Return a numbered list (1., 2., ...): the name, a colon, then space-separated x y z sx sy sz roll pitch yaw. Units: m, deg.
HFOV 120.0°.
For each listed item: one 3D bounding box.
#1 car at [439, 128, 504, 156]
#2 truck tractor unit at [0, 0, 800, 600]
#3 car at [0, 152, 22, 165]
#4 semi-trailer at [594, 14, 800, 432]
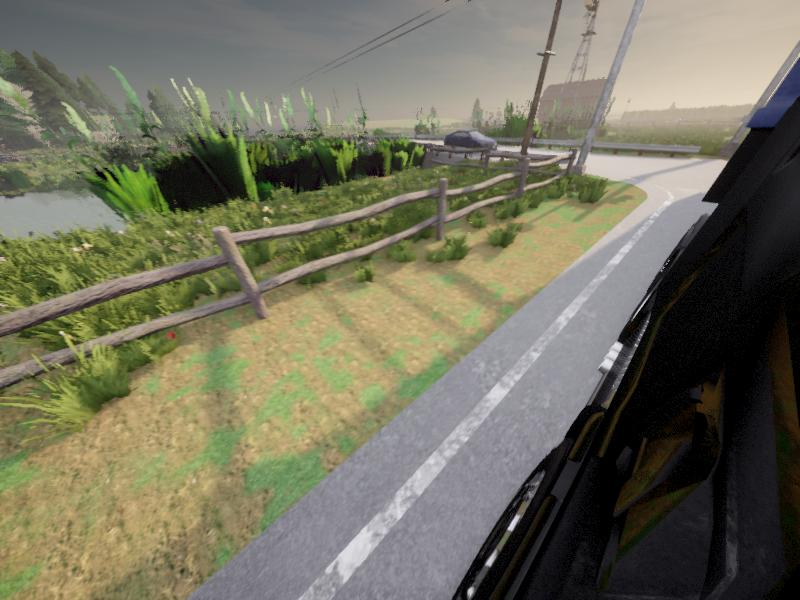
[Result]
1. car: 5.516 -12.695 18.455 1.812 1.442 4.674 -26 46 -28
2. truck tractor unit: 2.645 -0.295 0.352 6.516 4.208 3.053 -28 44 -30
3. car: -55.242 -18.902 31.041 4.181 1.385 1.994 -28 44 -30
4. semi-trailer: 8.920 -3.435 4.009 14.254 4.402 2.717 -25 42 -27
